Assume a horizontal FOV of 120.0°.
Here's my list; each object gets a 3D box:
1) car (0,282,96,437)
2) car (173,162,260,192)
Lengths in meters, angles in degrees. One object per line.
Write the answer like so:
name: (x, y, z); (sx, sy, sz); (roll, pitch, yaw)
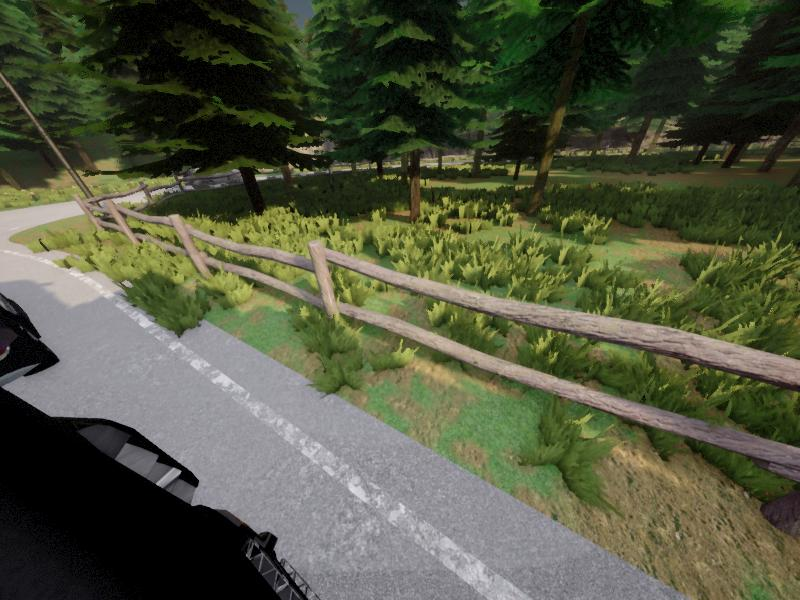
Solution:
car: (-6.247, 0.277, 2.533); (4.856, 1.649, 2.033); (14, 37, 24)
car: (-15.003, -10.354, 19.261); (2.152, 1.651, 5.027); (15, 38, 26)
